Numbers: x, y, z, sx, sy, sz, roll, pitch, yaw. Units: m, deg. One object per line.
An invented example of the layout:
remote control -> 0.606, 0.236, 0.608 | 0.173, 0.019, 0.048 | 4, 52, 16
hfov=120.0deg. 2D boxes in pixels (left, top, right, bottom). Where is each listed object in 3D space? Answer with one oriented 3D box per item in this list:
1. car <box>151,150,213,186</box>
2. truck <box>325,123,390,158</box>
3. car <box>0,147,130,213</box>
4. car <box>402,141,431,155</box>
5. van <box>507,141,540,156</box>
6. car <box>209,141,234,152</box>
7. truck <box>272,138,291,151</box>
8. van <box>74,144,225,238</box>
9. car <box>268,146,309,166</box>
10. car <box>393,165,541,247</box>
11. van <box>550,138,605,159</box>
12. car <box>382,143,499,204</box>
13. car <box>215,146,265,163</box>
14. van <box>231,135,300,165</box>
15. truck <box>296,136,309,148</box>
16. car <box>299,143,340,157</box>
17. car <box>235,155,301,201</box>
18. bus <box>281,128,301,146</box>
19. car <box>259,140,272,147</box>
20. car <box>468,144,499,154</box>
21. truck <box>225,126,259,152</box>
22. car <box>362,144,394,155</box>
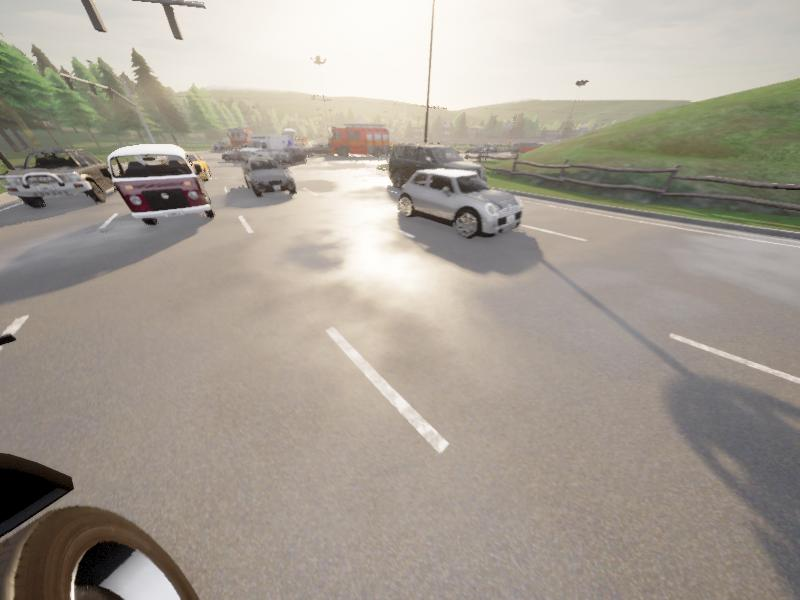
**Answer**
car -> -13.237, -8.362, 14.387 | 1.882, 1.535, 5.008 | -19, 39, -26
truck -> -5.923, -22.978, 33.368 | 8.468, 3.827, 2.891 | -14, 37, -19
car -> -13.653, -5.168, 9.525 | 1.932, 1.855, 4.605 | -21, 40, -27
car -> 2.778, -26.091, 39.626 | 4.605, 1.855, 1.932 | -10, 36, -15
van -> 20.375, -25.042, 38.251 | 4.442, 1.987, 1.775 | -10, 36, -15
car -> -33.863, -29.354, 44.048 | 2.152, 1.651, 5.027 | -10, 36, -15
truck -> -24.240, -31.975, 47.499 | 2.390, 2.098, 6.274 | -10, 36, -15
van -> -7.634, -3.898, 7.647 | 2.069, 2.038, 4.480 | -22, 40, -29
car -> -10.935, -14.348, 22.977 | 1.845, 1.501, 3.633 | 5, 35, 7
car -> 1.747, -3.157, 7.191 | 1.970, 1.475, 3.806 | -26, 43, -32
van -> 25.691, -21.953, 33.521 | 6.366, 2.431, 2.351 | -10, 36, -15
car -> 1.603, -6.558, 11.554 | 2.150, 2.045, 5.566 | -24, 42, -31
car -> -17.669, -16.245, 25.744 | 1.994, 1.385, 4.181 | 9, 36, 12
van -> -14.187, -16.373, 25.046 | 2.351, 2.431, 6.366 | 10, 36, 13
truck -> -26.344, -42.899, 62.747 | 2.627, 2.467, 5.204 | -10, 37, -14
car -> -11.847, -22.266, 34.196 | 5.027, 1.651, 2.152 | -24, 42, -31
car -> -6.542, -6.117, 11.318 | 1.816, 1.474, 4.193 | -22, 41, -28
bus -> -33.015, -49.523, 70.604 | 3.944, 4.253, 10.273 | -10, 35, -14
car -> -38.623, -45.032, 66.391 | 2.152, 1.651, 5.027 | -10, 36, -14
car -> 15.607, -28.218, 43.140 | 4.974, 1.542, 2.038 | -9, 36, -15
truck -> -31.166, -31.992, 45.931 | 2.891, 3.827, 8.468 | -10, 36, -14
car -> -3.684, -24.749, 37.972 | 4.792, 1.488, 2.163 | -10, 36, -15
